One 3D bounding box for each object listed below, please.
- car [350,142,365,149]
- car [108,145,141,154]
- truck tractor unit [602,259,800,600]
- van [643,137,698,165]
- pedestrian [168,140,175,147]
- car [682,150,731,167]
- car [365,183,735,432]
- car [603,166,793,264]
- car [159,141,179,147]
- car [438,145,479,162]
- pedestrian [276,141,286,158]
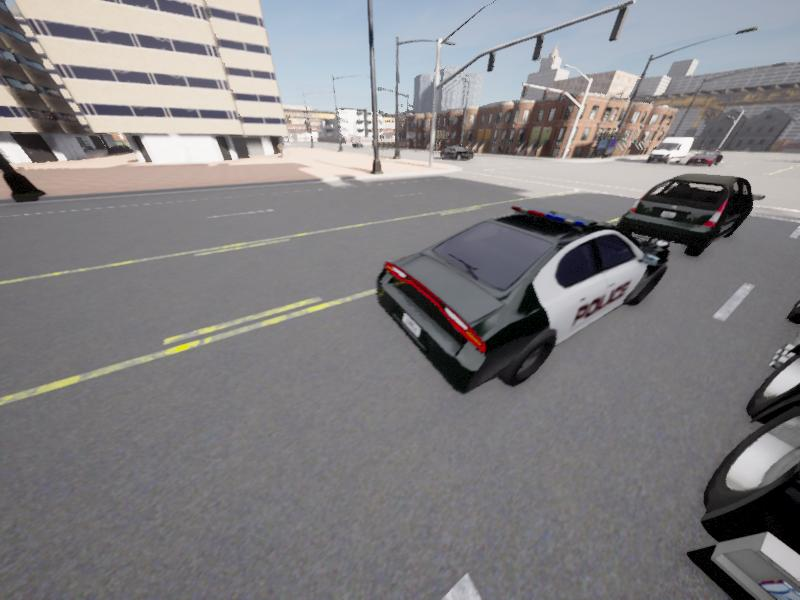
[{"bbox_3d":[-11.471,-41.597,62.034,2.128,1.511,4.902,-18,39,-25],"label":"car"},{"bbox_3d":[-59.475,-32.609,50.009,4.193,1.474,1.816,-20,40,-25],"label":"car"},{"bbox_3d":[5.107,-0.304,0.792,6.516,4.208,3.053,-18,39,-24],"label":"truck tractor unit"},{"bbox_3d":[32.398,-17.915,27.690,5.915,2.561,1.988,-18,39,-24],"label":"van"},{"bbox_3d":[-70.013,-47.966,70.727,0.751,1.860,0.751,25,42,31],"label":"pedestrian"},{"bbox_3d":[33.412,-15.445,25.189,4.181,1.385,1.994,-18,39,-24],"label":"car"},{"bbox_3d":[2.244,-0.590,3.512,4.974,1.542,2.038,-18,39,-25],"label":"car"},{"bbox_3d":[7.959,-2.517,6.255,3.988,1.617,1.851,-18,39,-25],"label":"car"},{"bbox_3d":[-71.862,-48.489,71.852,3.806,1.475,1.970,-20,40,-25],"label":"car"},{"bbox_3d":[7.428,-19.168,30.029,1.930,1.638,5.238,-18,39,-25],"label":"car"},{"bbox_3d":[-16.172,-20.460,31.457,0.751,1.860,0.751,-8,36,-12],"label":"pedestrian"}]
